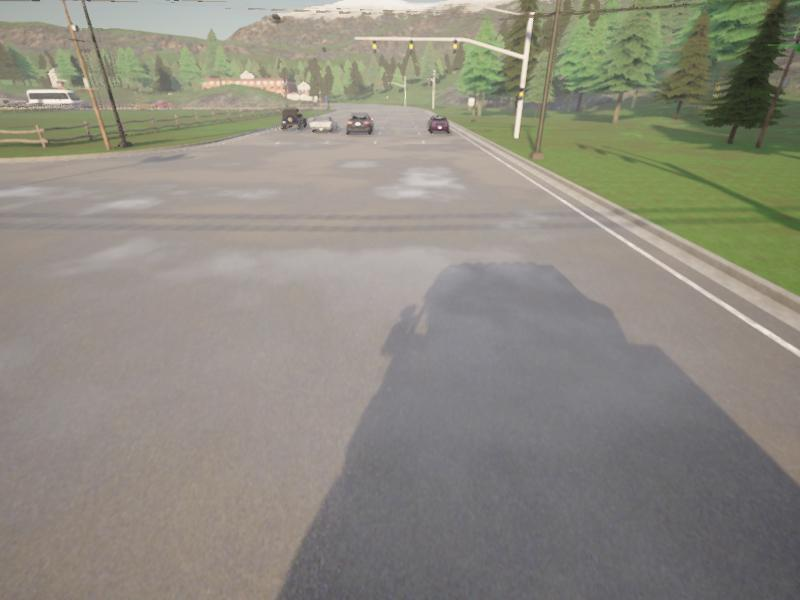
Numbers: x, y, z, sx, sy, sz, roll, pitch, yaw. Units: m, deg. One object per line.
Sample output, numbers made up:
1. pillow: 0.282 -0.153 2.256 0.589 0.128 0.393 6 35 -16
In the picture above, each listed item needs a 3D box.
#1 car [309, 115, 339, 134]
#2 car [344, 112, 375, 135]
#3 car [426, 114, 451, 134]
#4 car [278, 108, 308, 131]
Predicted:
1. car: -7.050 -16.522 37.533 1.895 1.301 4.718 0 27 0
2. car: -3.547 -15.882 35.857 2.242 1.667 4.611 0 27 0
3. car: 3.450 -16.026 36.330 1.816 1.474 4.193 0 27 0
4. car: -10.553 -18.008 39.795 1.905 1.878 3.866 0 27 0
